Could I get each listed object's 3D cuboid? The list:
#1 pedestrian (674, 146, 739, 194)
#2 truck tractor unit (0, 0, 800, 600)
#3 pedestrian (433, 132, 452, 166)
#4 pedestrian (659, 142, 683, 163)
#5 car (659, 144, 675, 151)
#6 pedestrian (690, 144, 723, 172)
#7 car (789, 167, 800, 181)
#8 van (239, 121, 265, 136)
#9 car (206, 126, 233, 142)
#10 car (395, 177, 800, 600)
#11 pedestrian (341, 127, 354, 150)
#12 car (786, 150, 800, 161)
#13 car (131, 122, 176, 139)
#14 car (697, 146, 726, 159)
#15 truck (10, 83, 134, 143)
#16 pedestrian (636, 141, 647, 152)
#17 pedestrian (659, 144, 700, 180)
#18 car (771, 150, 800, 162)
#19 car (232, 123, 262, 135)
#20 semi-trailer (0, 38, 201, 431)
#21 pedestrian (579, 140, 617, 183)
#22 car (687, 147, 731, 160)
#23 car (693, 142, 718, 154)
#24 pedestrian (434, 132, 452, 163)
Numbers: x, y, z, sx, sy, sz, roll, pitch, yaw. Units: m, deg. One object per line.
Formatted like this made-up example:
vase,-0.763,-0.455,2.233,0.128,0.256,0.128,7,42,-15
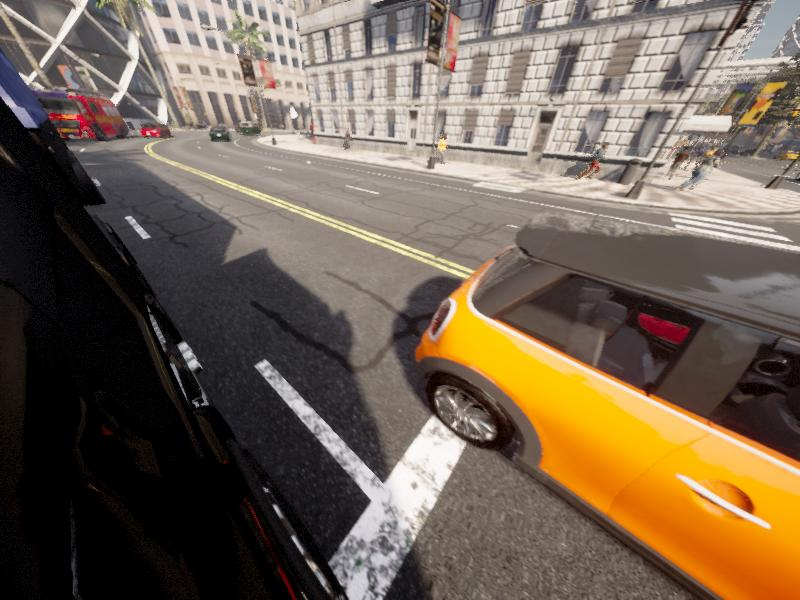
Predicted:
pedestrian,14.339,-6.116,10.908,0.751,1.860,0.751,7,37,6
truck tractor unit,-2.645,-0.295,0.351,6.516,4.208,3.053,28,44,30
pedestrian,2.842,-10.205,15.646,0.751,1.860,0.751,27,43,29
pedestrian,30.251,-16.494,25.817,0.751,1.860,0.751,18,39,20
car,70.089,-40.082,60.699,1.895,1.301,4.718,27,43,29
pedestrian,25.094,-11.599,18.936,0.751,1.860,0.751,30,45,32
car,31.627,-9.240,16.792,1.837,1.490,4.892,27,44,29
van,-25.960,-30.126,40.661,1.775,1.987,4.442,1,37,-2
car,-22.686,-21.036,29.219,1.994,1.385,4.181,-14,40,-21
car,2.413,0.679,1.398,4.553,1.767,2.097,27,43,29
pedestrian,-5.093,-15.809,22.640,0.751,1.860,0.751,28,43,30
car,76.157,-27.041,43.366,2.152,1.651,5.027,27,43,29
car,-29.846,-20.711,28.194,2.007,1.525,4.514,-11,39,-18
car,55.169,-26.265,41.056,1.882,1.535,5.008,27,43,29
truck,-30.875,-18.023,22.605,2.891,3.827,8.468,-14,40,-21
pedestrian,48.137,-30.626,46.134,0.751,1.860,0.751,28,44,30
pedestrian,17.522,-8.688,14.554,0.751,1.860,0.751,28,43,30
car,70.339,-26.200,41.903,1.801,1.575,5.366,29,44,31
car,-29.131,-32.748,44.270,2.152,1.651,5.027,6,37,4
semi-trailer,-8.670,-3.623,4.256,14.254,4.402,2.717,28,44,30
pedestrian,10.700,-7.505,12.534,0.751,1.860,0.751,-29,47,-35
car,50.031,-23.780,37.452,1.970,1.475,3.806,-18,41,-25
car,74.997,-37.421,56.839,2.150,2.045,5.566,27,43,29
pedestrian,3.183,-11.400,17.268,0.751,1.860,0.751,-26,45,-33
